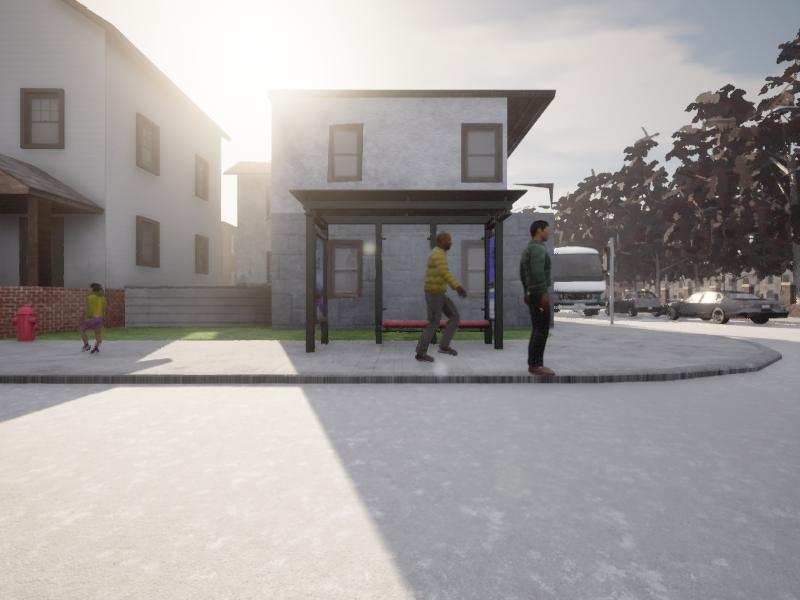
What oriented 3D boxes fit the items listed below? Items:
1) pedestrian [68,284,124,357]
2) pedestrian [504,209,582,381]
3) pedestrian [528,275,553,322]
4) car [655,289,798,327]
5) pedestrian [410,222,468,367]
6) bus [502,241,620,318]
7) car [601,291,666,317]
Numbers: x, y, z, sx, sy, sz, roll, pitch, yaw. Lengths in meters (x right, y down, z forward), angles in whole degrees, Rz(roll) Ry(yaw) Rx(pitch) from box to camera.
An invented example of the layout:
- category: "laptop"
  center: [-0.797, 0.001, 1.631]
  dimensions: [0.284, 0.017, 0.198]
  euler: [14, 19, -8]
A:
- category: "pedestrian"
  center: [-4.788, 0.305, 6.313]
  dimensions: [0.500, 1.100, 0.500]
  euler: [0, 0, 10]
- category: "pedestrian"
  center: [1.661, -0.054, 4.767]
  dimensions: [0.751, 1.860, 0.751]
  euler: [0, 0, 9]
- category: "pedestrian"
  center: [5.660, -0.075, 16.172]
  dimensions: [0.751, 1.860, 0.751]
  euler: [0, 0, 0]
- category: "car"
  center: [13.943, 0.295, 17.675]
  dimensions: [2.033, 1.411, 5.357]
  euler: [0, 0, 2]
- category: "pedestrian"
  center: [0.546, -0.075, 5.553]
  dimensions: [0.751, 1.860, 0.751]
  euler: [0, 0, 6]
- category: "bus"
  center: [10.221, -1.136, 27.239]
  dimensions: [3.944, 4.253, 10.273]
  euler: [0, 0, 1]
- category: "car"
  center: [14.191, 0.227, 24.580]
  dimensions: [1.845, 1.501, 3.633]
  euler: [0, 0, -1]
